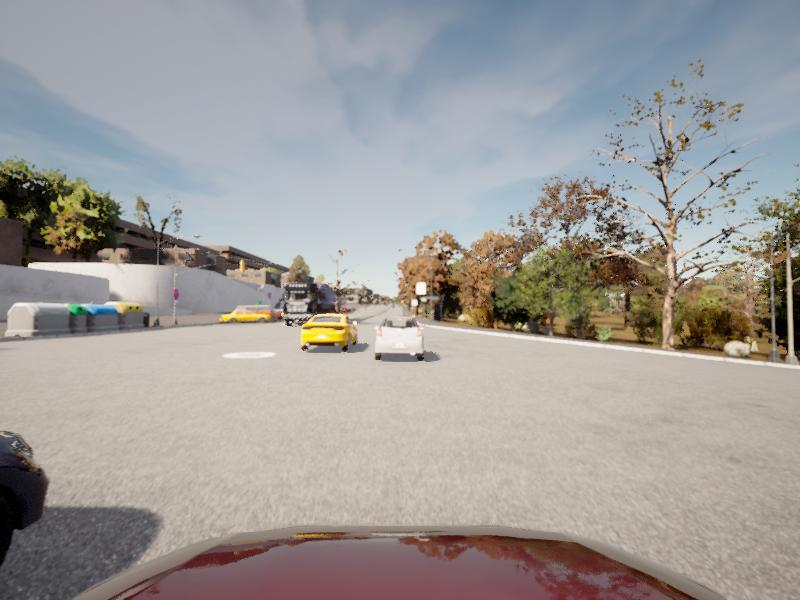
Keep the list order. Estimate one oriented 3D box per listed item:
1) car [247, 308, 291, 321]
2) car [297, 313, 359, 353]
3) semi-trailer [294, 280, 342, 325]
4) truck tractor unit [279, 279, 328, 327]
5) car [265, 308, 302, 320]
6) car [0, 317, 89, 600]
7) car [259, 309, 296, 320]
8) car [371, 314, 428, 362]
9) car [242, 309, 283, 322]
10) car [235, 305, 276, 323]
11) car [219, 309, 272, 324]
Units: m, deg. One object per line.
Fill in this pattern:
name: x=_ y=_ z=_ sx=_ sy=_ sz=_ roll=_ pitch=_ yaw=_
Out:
car: x=-17.275 y=1.944 z=52.828 sx=5.366 sy=1.575 sz=1.946 roll=-1 pitch=-1 yaw=-20
car: x=-3.047 y=1.372 z=17.989 sx=1.882 sy=1.535 sz=5.008 roll=1 pitch=-2 yaw=0
semi-trailer: x=-9.013 y=0.367 z=46.016 sx=2.717 sy=4.402 sz=14.254 roll=0 pitch=-1 yaw=0
truck tractor unit: x=-8.982 y=0.332 z=38.102 sx=3.053 sy=4.208 sz=6.516 roll=0 pitch=-1 yaw=0
car: x=-17.126 y=2.050 z=58.861 sx=5.008 sy=1.535 sz=2.097 roll=0 pitch=-1 yaw=-20
car: x=-3.002 y=0.854 z=0.602 sx=1.816 sy=1.474 sz=4.193 roll=0 pitch=0 yaw=0
car: x=-17.104 y=1.998 z=55.876 sx=4.892 sy=1.521 sz=2.231 roll=-1 pitch=-1 yaw=-20
car: x=-0.030 y=1.307 z=14.863 sx=1.845 sy=1.501 sz=3.633 roll=1 pitch=-2 yaw=0
car: x=-17.117 y=1.925 z=49.899 sx=4.792 sy=1.488 sz=2.163 roll=-1 pitch=-1 yaw=-20
car: x=-16.977 y=1.619 z=46.977 sx=4.442 sy=1.987 sz=1.878 roll=-1 pitch=-1 yaw=-20
car: x=-16.900 y=1.791 z=44.015 sx=5.366 sy=1.575 sz=1.946 roll=-1 pitch=-1 yaw=-20
